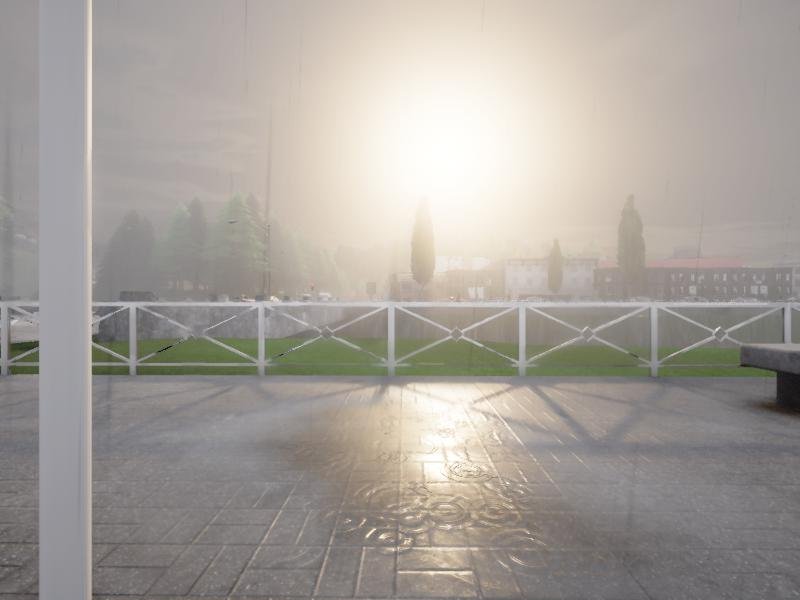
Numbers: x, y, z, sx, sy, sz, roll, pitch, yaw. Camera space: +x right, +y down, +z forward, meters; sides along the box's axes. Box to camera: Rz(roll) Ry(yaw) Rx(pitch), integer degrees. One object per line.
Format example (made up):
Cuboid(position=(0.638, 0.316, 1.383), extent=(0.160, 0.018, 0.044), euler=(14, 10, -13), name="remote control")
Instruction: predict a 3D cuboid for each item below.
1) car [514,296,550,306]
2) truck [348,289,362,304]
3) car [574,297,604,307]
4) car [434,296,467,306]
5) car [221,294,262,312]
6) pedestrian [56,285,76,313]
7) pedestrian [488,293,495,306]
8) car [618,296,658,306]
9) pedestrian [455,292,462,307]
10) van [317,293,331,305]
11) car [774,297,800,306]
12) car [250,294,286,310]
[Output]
Cuboid(position=(21.082, 0.173, 64.057), extent=(5.238, 1.638, 1.930), euler=(0, 0, 1), name="car")
Cuboid(position=(-12.492, -0.927, 111.664), extent=(2.891, 3.827, 8.468), euler=(0, 0, 1), name="truck")
Cuboid(position=(30.192, 0.299, 63.932), extent=(3.806, 1.475, 1.970), euler=(0, 0, 1), name="car")
Cuboid(position=(8.065, 0.181, 64.237), extent=(5.027, 1.651, 2.152), euler=(0, 0, 1), name="car")
Cuboid(position=(-13.603, 0.252, 34.607), extent=(1.816, 1.474, 4.193), euler=(0, 0, 1), name="car")
Cuboid(position=(-22.614, -0.070, 27.126), extent=(0.751, 1.860, 0.751), euler=(0, 0, -5), name="pedestrian")
Cuboid(position=(12.299, -0.063, 53.846), extent=(0.751, 1.860, 0.751), euler=(0, 0, 7), name="pedestrian")
Cuboid(position=(37.859, 0.175, 63.826), extent=(5.238, 1.638, 1.930), euler=(0, 0, 1), name="car")
Cuboid(position=(7.566, -0.063, 51.518), extent=(0.751, 1.860, 0.751), euler=(0, 0, 0), name="pedestrian")
Cuboid(position=(-16.831, -0.302, 88.715), extent=(1.988, 2.561, 5.915), euler=(0, 0, 1), name="van")
Cuboid(position=(62.688, 0.230, 63.483), extent=(5.008, 1.535, 1.882), euler=(0, 0, 1), name="car")
Cuboid(position=(-13.507, 0.224, 41.206), extent=(2.038, 1.542, 4.974), euler=(0, 0, 1), name="car")
